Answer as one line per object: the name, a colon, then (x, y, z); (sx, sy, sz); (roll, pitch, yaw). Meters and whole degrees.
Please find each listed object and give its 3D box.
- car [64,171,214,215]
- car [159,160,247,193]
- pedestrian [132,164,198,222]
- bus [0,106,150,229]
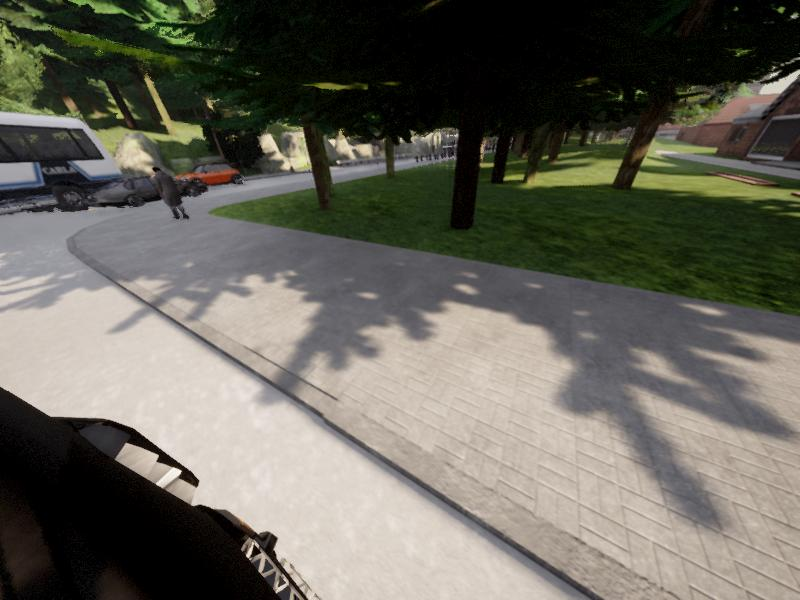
car: (-14.356, -6.357, 13.323); (2.033, 1.411, 5.357); (10, 36, 19)
car: (-15.328, -9.909, 18.368); (2.097, 1.767, 4.553); (15, 38, 25)
pedestrian: (-8.739, -3.999, 8.701); (0.751, 1.860, 0.751); (6, 35, 13)
bus: (-18.474, -5.277, 9.447); (3.944, 4.253, 10.273); (1, 33, 7)
